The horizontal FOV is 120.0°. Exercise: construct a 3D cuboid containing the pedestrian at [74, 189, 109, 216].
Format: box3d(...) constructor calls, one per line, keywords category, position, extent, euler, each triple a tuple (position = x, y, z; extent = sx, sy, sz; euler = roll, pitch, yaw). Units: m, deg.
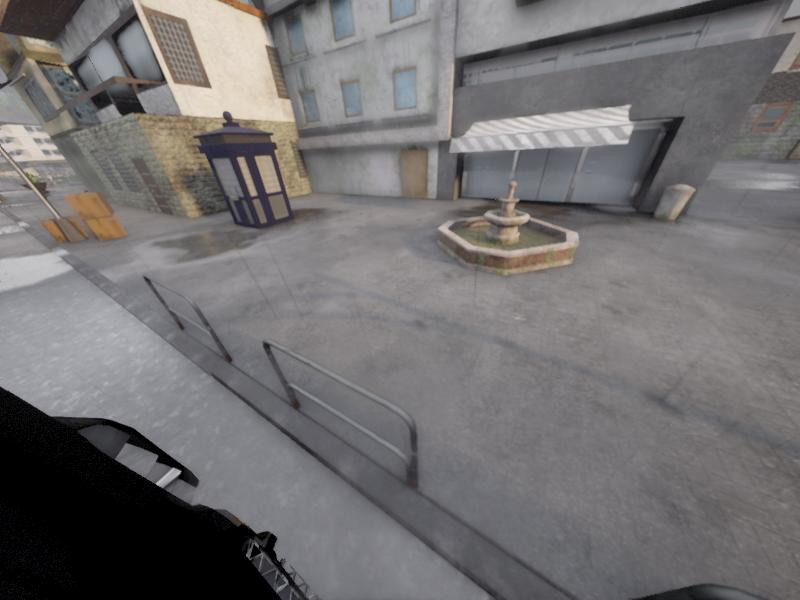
box3d(category="pedestrian", position=(-14.574, -4.621, 10.943), extent=(0.500, 1.100, 0.500), euler=(-30, 42, -34))
